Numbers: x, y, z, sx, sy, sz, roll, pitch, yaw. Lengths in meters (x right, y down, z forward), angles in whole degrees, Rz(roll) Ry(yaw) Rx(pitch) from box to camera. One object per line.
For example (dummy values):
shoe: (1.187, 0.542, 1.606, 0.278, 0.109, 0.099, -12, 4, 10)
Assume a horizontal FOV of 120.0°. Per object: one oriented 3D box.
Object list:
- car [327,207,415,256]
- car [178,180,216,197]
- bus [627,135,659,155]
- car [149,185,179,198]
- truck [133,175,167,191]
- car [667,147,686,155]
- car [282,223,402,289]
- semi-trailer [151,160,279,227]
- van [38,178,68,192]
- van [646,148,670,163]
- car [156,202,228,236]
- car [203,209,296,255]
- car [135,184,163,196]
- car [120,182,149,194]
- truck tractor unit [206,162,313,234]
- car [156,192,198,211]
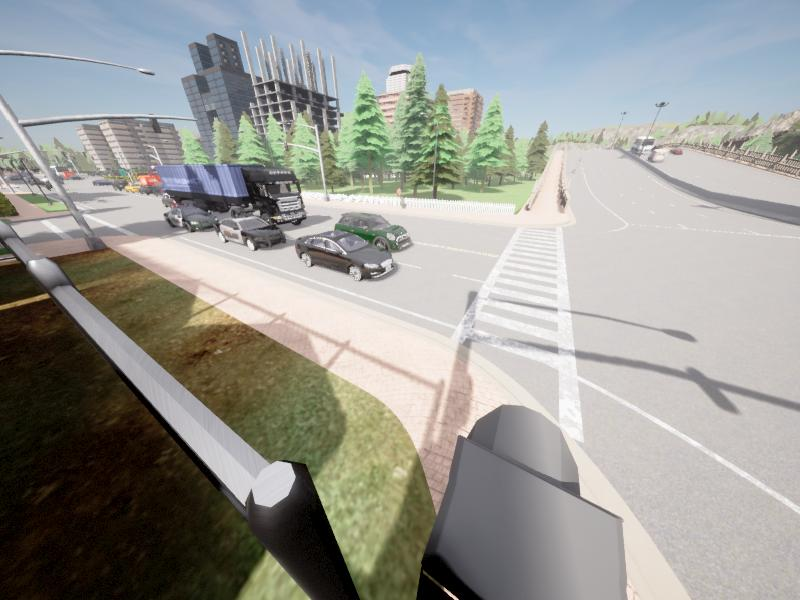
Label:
car: (-1.649, -4.057, 13.237, 4.553, 1.767, 2.097, 17, 34, 27)
car: (-31.949, -17.567, 36.387, 5.566, 2.045, 2.150, 17, 34, 27)
bus: (74.784, -47.873, 71.316, 3.944, 4.253, 10.273, 16, 41, 26)
car: (-35.779, -16.477, 34.990, 3.705, 1.549, 1.789, 17, 34, 27)
truck: (-49.132, -23.022, 45.411, 5.204, 2.467, 2.627, 17, 34, 27)
car: (78.773, -42.524, 65.952, 2.163, 1.488, 4.792, 16, 41, 26)
car: (-2.551, -2.155, 10.227, 4.902, 1.511, 2.128, 17, 34, 27)
semi-trailer: (-17.029, -9.958, 20.834, 14.254, 4.402, 2.717, 18, 34, 27)
van: (-65.221, -21.613, 43.400, 4.480, 2.038, 2.069, 17, 34, 27)
van: (65.383, -36.761, 58.705, 2.351, 2.431, 6.366, 16, 41, 26)
car: (-15.322, -6.085, 17.015, 4.974, 1.542, 2.038, 17, 34, 27)
car: (-8.835, -4.141, 13.537, 5.238, 1.638, 1.930, 17, 34, 27)
car: (-41.167, -18.094, 37.870, 4.193, 1.474, 1.816, 17, 34, 27)
car: (-47.118, -19.966, 41.007, 5.366, 1.575, 1.801, 17, 34, 27)
truck tractor unit: (-10.323, -7.770, 17.250, 6.516, 4.208, 3.053, 17, 34, 27)
car: (-24.624, -10.964, 25.541, 3.806, 1.475, 1.970, 17, 34, 28)
